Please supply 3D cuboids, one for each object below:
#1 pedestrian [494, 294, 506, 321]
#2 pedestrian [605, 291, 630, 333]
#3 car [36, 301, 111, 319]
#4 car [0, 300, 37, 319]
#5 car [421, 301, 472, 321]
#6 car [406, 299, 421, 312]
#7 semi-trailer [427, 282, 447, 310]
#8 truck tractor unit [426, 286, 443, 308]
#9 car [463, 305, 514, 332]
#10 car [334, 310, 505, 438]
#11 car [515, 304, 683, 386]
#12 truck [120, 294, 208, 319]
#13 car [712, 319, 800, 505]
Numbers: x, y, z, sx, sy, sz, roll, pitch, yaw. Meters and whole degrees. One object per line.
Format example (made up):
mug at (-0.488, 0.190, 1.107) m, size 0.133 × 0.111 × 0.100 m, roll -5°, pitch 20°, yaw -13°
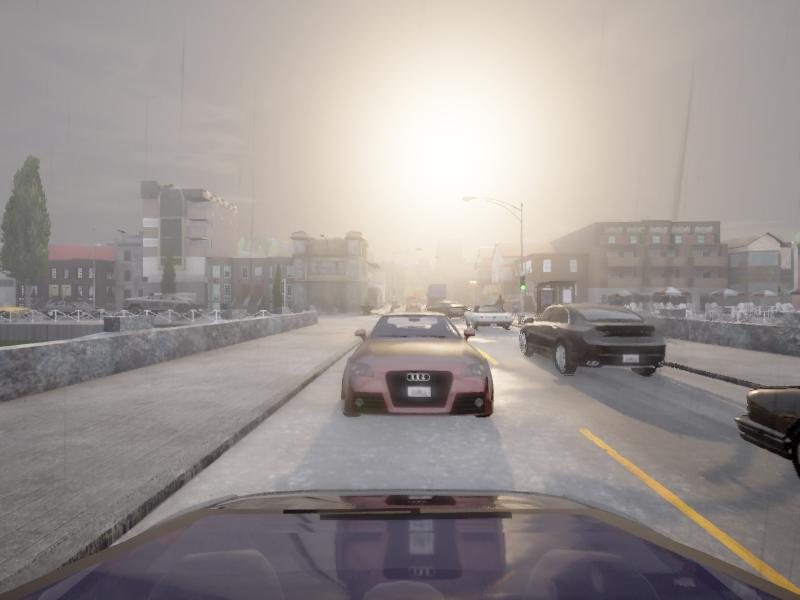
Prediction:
pedestrian at (7.233, 0.533, 28.901) m, size 0.751 × 1.860 × 0.751 m, roll 0°, pitch 0°, yaw 19°
pedestrian at (9.897, 0.533, 18.245) m, size 0.751 × 1.860 × 0.751 m, roll 0°, pitch 0°, yaw 1°
car at (-28.550, 0.836, 35.105) m, size 4.902 × 1.511 × 2.128 m, roll 0°, pitch 0°, yaw 2°
car at (-35.539, 0.801, 35.340) m, size 5.366 × 1.575 × 1.801 m, roll 0°, pitch 0°, yaw 2°
car at (3.697, 0.835, 32.776) m, size 2.128 × 1.511 × 4.902 m, roll 0°, pitch 0°, yaw -21°
car at (1.929, 0.694, 56.940) m, size 2.097 × 1.767 × 4.553 m, roll 0°, pitch 0°, yaw 2°
semi-trailer at (6.329, -0.617, 70.653) m, size 2.717 × 4.402 × 14.254 m, roll 0°, pitch 0°, yaw 2°
truck tractor unit at (6.644, -0.522, 78.561) m, size 3.053 × 4.208 × 6.516 m, roll 0°, pitch 0°, yaw 2°
car at (4.776, 0.944, 22.232) m, size 1.895 × 1.301 × 4.718 m, roll 0°, pitch 0°, yaw 2°
car at (0.239, 0.907, 6.750) m, size 1.994 × 1.385 × 4.181 m, roll 0°, pitch 0°, yaw 0°
car at (4.365, 0.843, 9.829) m, size 1.837 × 1.490 × 4.892 m, roll 0°, pitch 0°, yaw 2°
truck at (-20.415, 0.542, 34.832) m, size 6.274 × 2.098 × 2.390 m, roll 0°, pitch 0°, yaw 2°
car at (4.087, 0.895, 1.338) m, size 2.033 × 1.411 × 5.357 m, roll 0°, pitch 0°, yaw 2°
